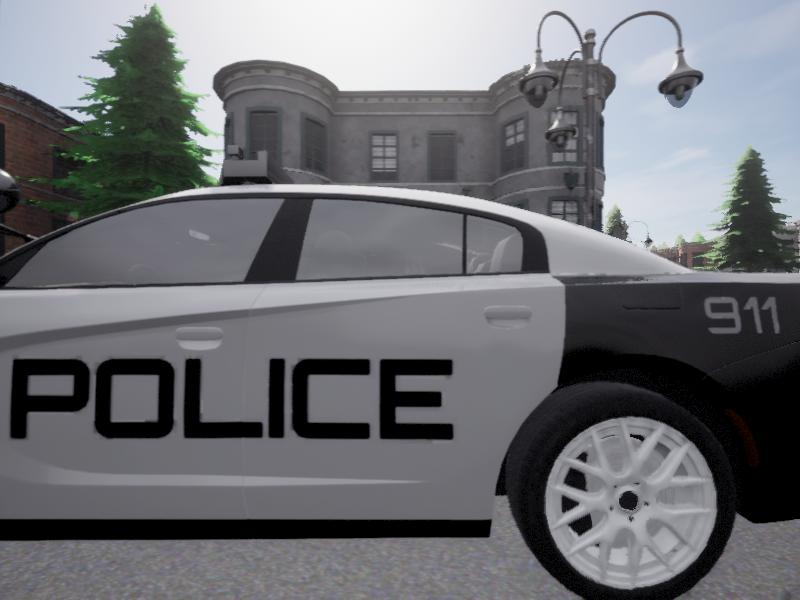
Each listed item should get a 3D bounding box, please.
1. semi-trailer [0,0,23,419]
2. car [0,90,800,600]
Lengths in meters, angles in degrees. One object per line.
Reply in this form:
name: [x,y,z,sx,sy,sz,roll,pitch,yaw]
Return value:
semi-trailer: [-10.515,-1.214,2.215,14.254,4.402,2.717,0,0,0]
car: [-0.811,0.173,2.201,5.238,1.638,1.930,0,0,0]
